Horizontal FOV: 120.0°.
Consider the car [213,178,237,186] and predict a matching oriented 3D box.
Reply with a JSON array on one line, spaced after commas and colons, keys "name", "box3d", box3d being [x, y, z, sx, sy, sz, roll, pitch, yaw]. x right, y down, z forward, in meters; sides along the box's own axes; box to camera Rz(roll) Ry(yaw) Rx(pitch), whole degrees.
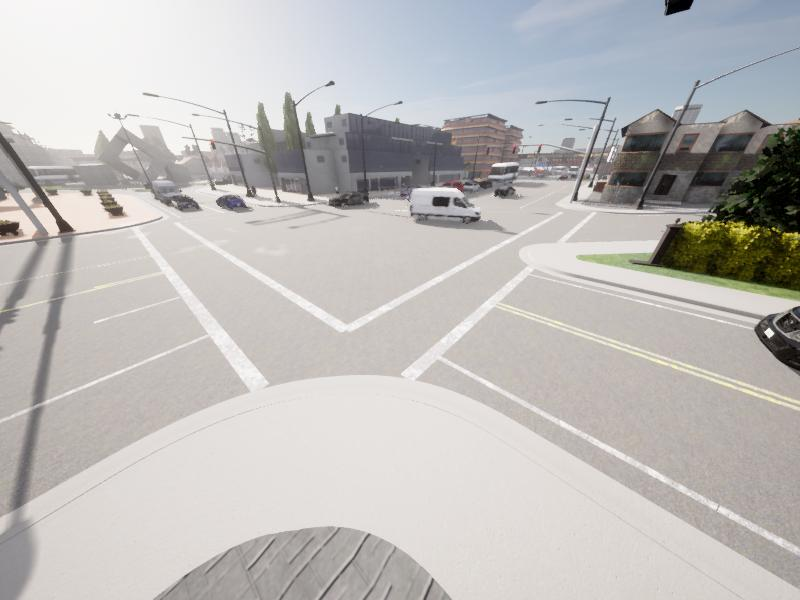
[{"name": "car", "box3d": [-45.691, -30.947, 60.518, 2.033, 1.411, 5.357, 2, 30, 4]}]

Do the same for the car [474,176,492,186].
[{"name": "car", "box3d": [19.054, -27.144, 52.690, 1.882, 1.535, 5.008, 23, 39, 34]}]

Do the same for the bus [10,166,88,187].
[{"name": "bus", "box3d": [-87.958, -31.450, 58.523, 3.944, 4.253, 10.273, -4, 30, -8]}]

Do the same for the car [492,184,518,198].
[{"name": "car", "box3d": [16.375, -17.006, 35.931, 1.882, 1.535, 5.008, 23, 38, 34]}]

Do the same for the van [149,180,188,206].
[{"name": "van", "box3d": [-29.986, -13.922, 29.886, 5.915, 2.561, 1.988, 23, 37, 34]}]

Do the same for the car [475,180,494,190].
[{"name": "car", "box3d": [16.769, -22.828, 45.709, 1.816, 1.474, 4.193, 23, 38, 34]}]

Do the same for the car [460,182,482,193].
[{"name": "car", "box3d": [12.812, -20.326, 41.678, 1.812, 1.442, 4.674, 23, 38, 34]}]

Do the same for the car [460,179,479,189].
[{"name": "car", "box3d": [14.509, -24.176, 48.116, 1.994, 1.385, 4.181, 23, 38, 34]}]

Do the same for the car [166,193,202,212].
[{"name": "car", "box3d": [-24.281, -11.043, 25.962, 4.193, 1.474, 1.816, 23, 37, 34]}]

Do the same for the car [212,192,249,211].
[{"name": "car", "box3d": [-19.410, -11.300, 26.408, 4.193, 1.474, 1.816, 21, 36, 31]}]

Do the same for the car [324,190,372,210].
[{"name": "car", "box3d": [-5.940, -11.863, 27.214, 1.930, 1.638, 5.238, 25, 38, 36]}]

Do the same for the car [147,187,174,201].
[{"name": "car", "box3d": [-35.140, -15.621, 33.838, 3.633, 1.501, 1.845, 22, 37, 33]}]

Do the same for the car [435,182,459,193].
[{"name": "car", "box3d": [8.620, -20.533, 42.068, 1.837, 1.490, 4.892, 23, 38, 34]}]

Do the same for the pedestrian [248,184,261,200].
[{"name": "pedestrian", "box3d": [-20.169, -14.972, 32.039, 0.751, 1.860, 0.751, 17, 34, 27]}]

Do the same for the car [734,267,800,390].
[{"name": "car", "box3d": [11.035, 1.388, 3.860, 5.566, 2.045, 2.150, 23, 37, 34]}]

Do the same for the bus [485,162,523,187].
[{"name": "bus", "box3d": [23.187, -28.019, 51.378, 3.944, 4.253, 10.273, 23, 39, 34]}]

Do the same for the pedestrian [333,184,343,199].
[{"name": "pedestrian", "box3d": [-8.817, -15.422, 32.809, 0.751, 1.860, 0.751, 18, 35, 28]}]

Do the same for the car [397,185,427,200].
[{"name": "car", "box3d": [1.933, -16.460, 35.179, 1.882, 1.535, 5.008, 22, 37, 34]}]

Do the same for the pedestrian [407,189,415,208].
[{"name": "pedestrian", "box3d": [1.276, -11.647, 26.554, 0.751, 1.860, 0.751, -3, 30, -5]}]

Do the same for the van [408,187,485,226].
[{"name": "van", "box3d": [3.810, -7.991, 19.603, 5.915, 2.561, 1.988, 8, 32, 13]}]

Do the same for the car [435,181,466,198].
[{"name": "car", "box3d": [7.987, -17.597, 36.574, 2.150, 2.045, 5.566, 23, 37, 34]}]

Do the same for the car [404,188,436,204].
[{"name": "car", "box3d": [2.727, -14.132, 31.265, 1.812, 1.442, 4.674, 23, 37, 34]}]
